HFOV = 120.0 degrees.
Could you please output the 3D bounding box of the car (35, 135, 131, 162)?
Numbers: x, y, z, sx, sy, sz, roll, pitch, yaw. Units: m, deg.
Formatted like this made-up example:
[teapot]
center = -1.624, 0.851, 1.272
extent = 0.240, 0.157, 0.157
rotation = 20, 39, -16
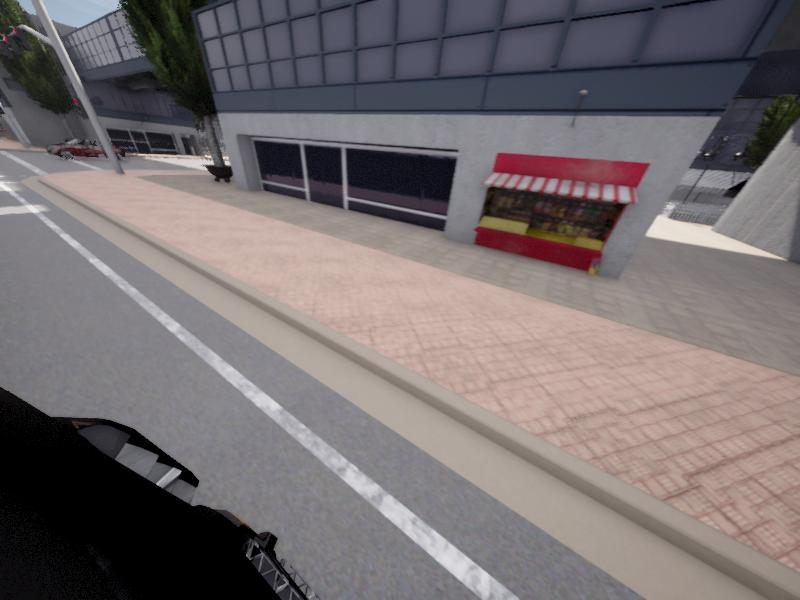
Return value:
[car]
center = -25.895, -12.451, 19.089
extent = 1.816, 1.474, 4.193
rotation = 21, 35, 24
